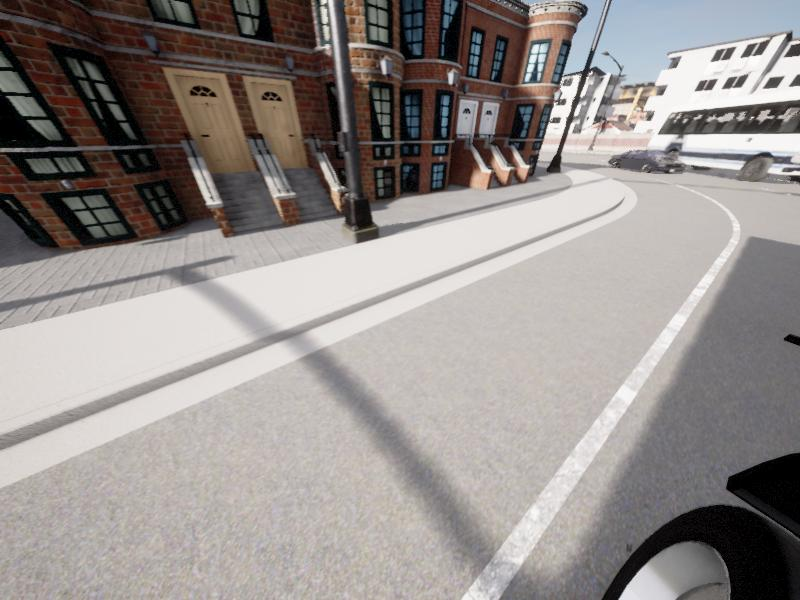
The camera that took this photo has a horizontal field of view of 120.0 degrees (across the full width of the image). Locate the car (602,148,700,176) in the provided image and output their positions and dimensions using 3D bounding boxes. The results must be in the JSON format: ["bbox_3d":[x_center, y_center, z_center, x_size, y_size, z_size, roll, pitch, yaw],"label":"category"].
[{"bbox_3d":[18.464,-10.542,17.498,2.033,1.411,5.357,2,35,3],"label":"car"}]

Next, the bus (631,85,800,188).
[{"bbox_3d":[22.004,-10.486,14.915,3.944,4.253,10.273,4,35,4],"label":"bus"}]
